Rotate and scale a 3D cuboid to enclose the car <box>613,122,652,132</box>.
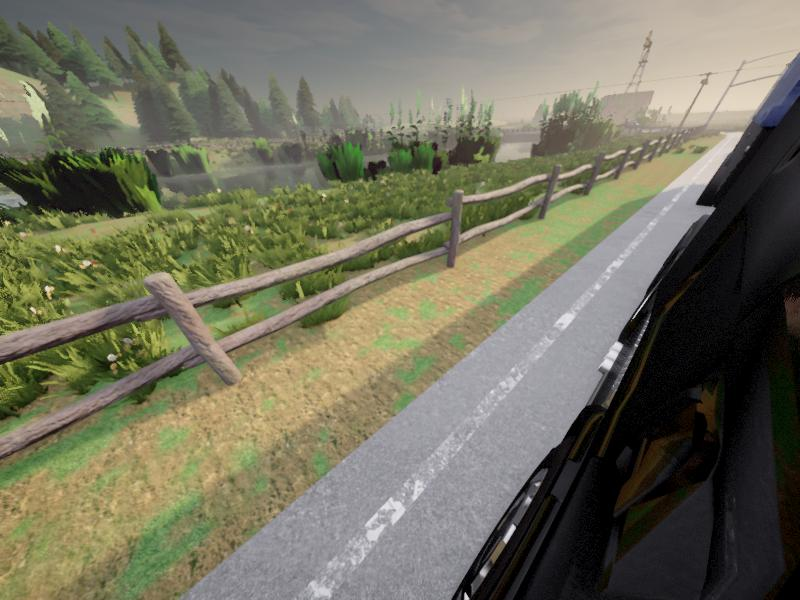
[{"bbox_3d":[43.385,-32.402,43.190,1.812,1.442,4.674,-26,45,-28],"label":"car"}]

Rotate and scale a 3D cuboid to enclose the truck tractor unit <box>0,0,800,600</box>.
[{"bbox_3d":[2.645,-0.295,0.351,6.516,4.208,3.053,-28,44,-30],"label":"truck tractor unit"}]

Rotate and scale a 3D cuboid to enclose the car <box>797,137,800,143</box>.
[{"bbox_3d":[36.363,-14.167,19.602,5.357,1.411,2.033,-28,43,-30],"label":"car"}]

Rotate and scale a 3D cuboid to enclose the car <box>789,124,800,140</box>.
[{"bbox_3d":[42.003,-17.171,23.279,4.792,1.488,2.163,-28,43,-30],"label":"car"}]

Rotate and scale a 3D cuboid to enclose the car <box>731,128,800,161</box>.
[{"bbox_3d":[22.881,-9.788,14.437,4.181,1.385,1.994,-28,43,-30],"label":"car"}]

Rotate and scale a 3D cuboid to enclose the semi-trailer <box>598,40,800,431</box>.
[{"bbox_3d":[8.700,-3.582,4.258,14.254,4.402,2.717,-28,44,-30],"label":"semi-trailer"}]
